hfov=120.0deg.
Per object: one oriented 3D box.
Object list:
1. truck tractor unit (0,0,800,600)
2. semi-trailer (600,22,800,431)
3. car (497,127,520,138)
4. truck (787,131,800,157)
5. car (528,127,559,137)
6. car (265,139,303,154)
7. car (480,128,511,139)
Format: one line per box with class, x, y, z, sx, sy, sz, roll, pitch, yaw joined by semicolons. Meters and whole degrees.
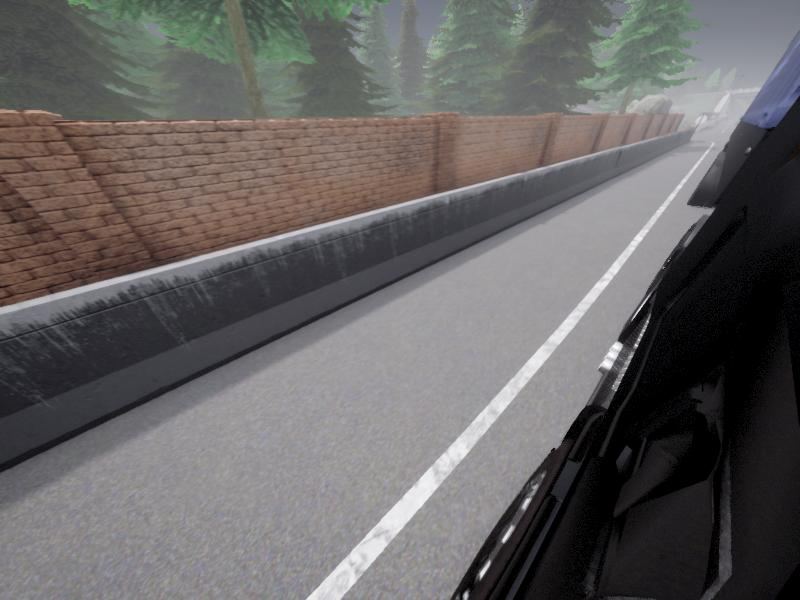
truck tractor unit;2.645;-0.295;0.351;6.516;4.208;3.053;-28;44;-30
semi-trailer;8.607;-3.641;4.348;14.254;4.402;2.717;-29;44;-31
car;21.941;-33.931;46.806;1.789;1.549;3.705;-29;43;-31
truck;26.702;-10.592;13.123;8.468;3.827;2.891;-29;44;-31
car;26.422;-30.913;42.557;1.994;1.385;4.181;-28;43;-30
car;-18.923;-25.191;37.821;4.856;1.649;2.033;-25;42;-28
car;18.739;-32.831;45.559;2.128;1.511;4.902;-29;43;-31
